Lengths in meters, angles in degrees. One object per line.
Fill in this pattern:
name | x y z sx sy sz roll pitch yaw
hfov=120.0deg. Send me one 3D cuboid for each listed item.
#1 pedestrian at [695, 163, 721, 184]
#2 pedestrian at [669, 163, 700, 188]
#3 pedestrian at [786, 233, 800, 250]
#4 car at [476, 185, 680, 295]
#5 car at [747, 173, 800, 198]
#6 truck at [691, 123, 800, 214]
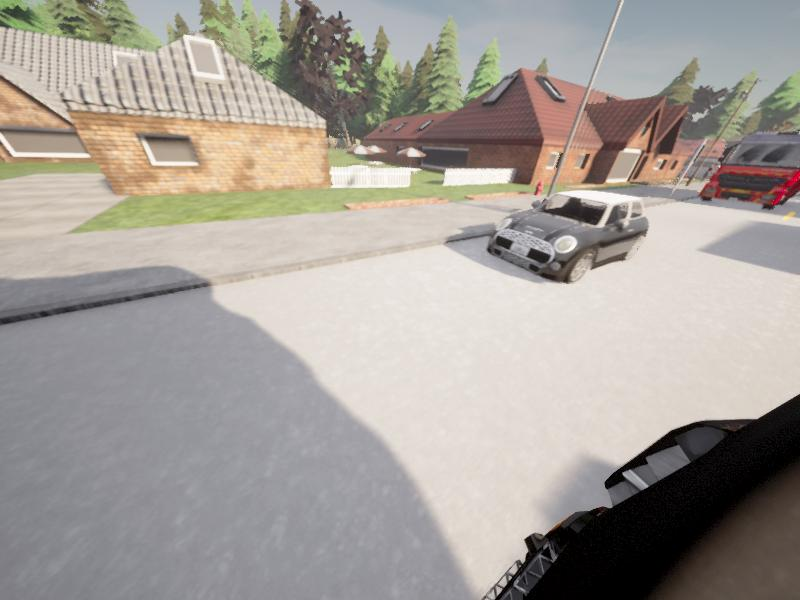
pedestrian | 32.540 -13.361 24.444 0.751 1.860 0.751 -17 38 -27
pedestrian | 24.879 -10.929 20.232 0.751 1.860 0.751 -10 36 -18
pedestrian | 12.626 -2.002 6.643 0.751 1.300 0.751 2 34 -1
car | 4.045 -1.673 5.397 3.806 1.475 1.970 -16 38 -26
car | 32.309 -9.778 19.603 4.902 1.511 2.128 -16 38 -26
truck | 22.260 -7.853 13.890 8.468 3.827 2.891 -16 38 -26
